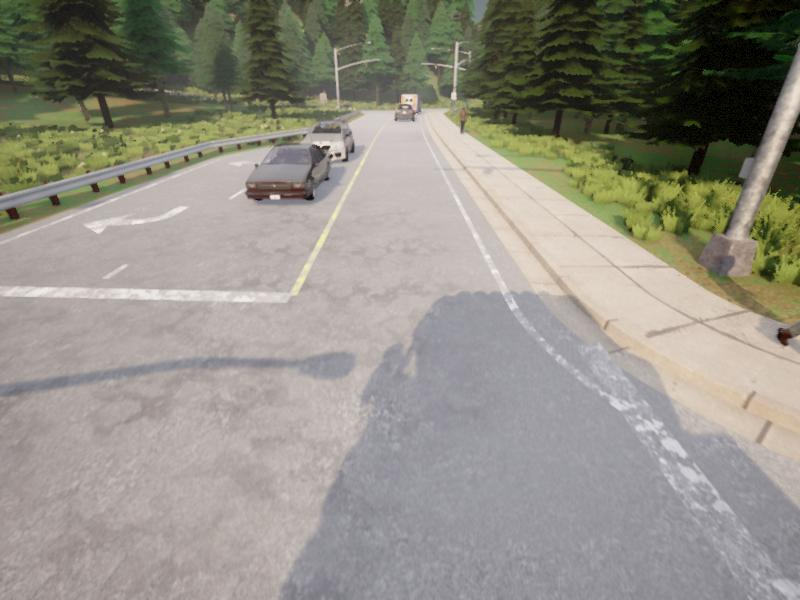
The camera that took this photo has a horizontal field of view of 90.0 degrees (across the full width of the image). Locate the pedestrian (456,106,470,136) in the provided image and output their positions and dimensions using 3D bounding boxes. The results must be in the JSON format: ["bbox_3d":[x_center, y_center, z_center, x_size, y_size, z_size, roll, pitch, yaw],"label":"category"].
[{"bbox_3d":[4.332,-12.394,27.660,0.751,1.860,0.751,1,28,3],"label":"pedestrian"}]

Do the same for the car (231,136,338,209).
[{"bbox_3d":[-3.502,-4.453,13.391,2.033,1.411,5.357,0,28,0],"label":"car"}]

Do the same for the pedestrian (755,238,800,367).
[{"bbox_3d":[4.818,-0.188,4.397,0.751,1.860,0.751,16,32,28],"label":"pedestrian"}]

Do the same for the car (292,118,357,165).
[{"bbox_3d":[-3.488,-7.875,19.623,2.242,1.667,4.611,0,28,0],"label":"car"}]

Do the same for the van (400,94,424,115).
[{"bbox_3d":[1.838,-28.337,57.853,2.351,2.431,6.366,5,28,10],"label":"van"}]

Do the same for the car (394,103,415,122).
[{"bbox_3d":[0.565,-21.064,44.791,2.242,1.667,4.611,1,28,2],"label":"car"}]
